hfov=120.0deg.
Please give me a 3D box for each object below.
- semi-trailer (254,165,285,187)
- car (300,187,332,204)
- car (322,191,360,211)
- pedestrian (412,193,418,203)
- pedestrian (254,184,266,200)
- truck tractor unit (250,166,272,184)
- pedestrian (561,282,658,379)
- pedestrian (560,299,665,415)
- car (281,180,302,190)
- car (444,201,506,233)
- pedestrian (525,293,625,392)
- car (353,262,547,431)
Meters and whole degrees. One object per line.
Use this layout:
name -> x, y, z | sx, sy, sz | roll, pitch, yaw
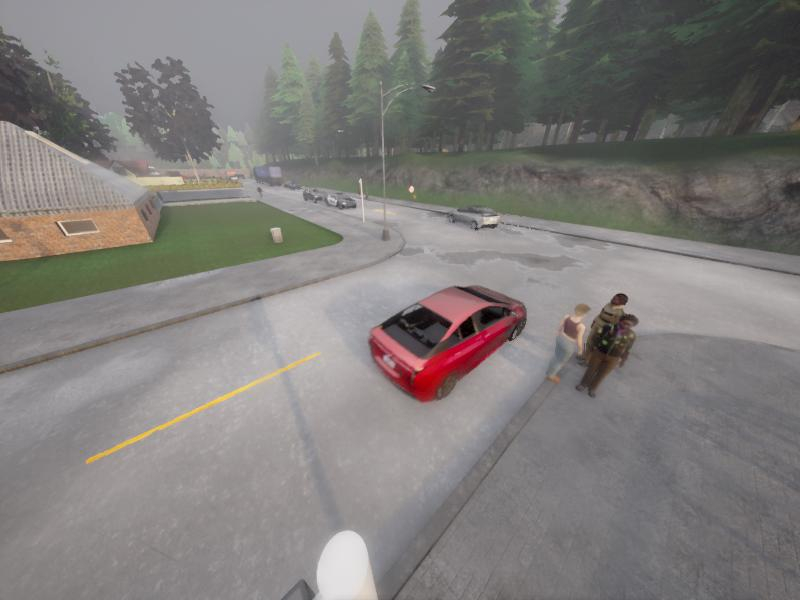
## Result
semi-trailer -> -33.279, -31.552, 58.445 | 2.717, 4.402, 14.254 | -23, 37, -34
car -> -11.336, -14.136, 31.074 | 2.152, 1.651, 5.027 | -23, 37, -34
car -> -6.774, -11.375, 26.382 | 2.038, 1.542, 4.974 | -23, 37, -34
pedestrian -> 1.858, -12.817, 29.055 | 0.500, 1.100, 0.500 | -12, 32, -20
pedestrian -> -19.382, -14.941, 31.974 | 0.751, 1.860, 0.751 | 25, 39, 37
truck tractor unit -> -38.362, -34.501, 63.745 | 3.053, 4.208, 6.516 | -23, 37, -34
pedestrian -> 4.288, 0.653, 4.929 | 0.751, 1.860, 0.751 | 9, 31, 16
pedestrian -> 3.798, 1.044, 4.252 | 0.751, 1.860, 0.751 | -25, 39, -37
car -> -22.608, -23.995, 48.102 | 2.242, 1.667, 4.611 | -23, 37, -34
car -> 5.650, -6.624, 18.158 | 2.007, 1.525, 4.514 | -12, 32, -21
pedestrian -> 3.291, 0.876, 4.562 | 0.751, 1.860, 0.751 | -1, 30, -2
car -> 1.406, 0.572, 5.695 | 4.514, 1.525, 2.007 | -23, 37, -34
